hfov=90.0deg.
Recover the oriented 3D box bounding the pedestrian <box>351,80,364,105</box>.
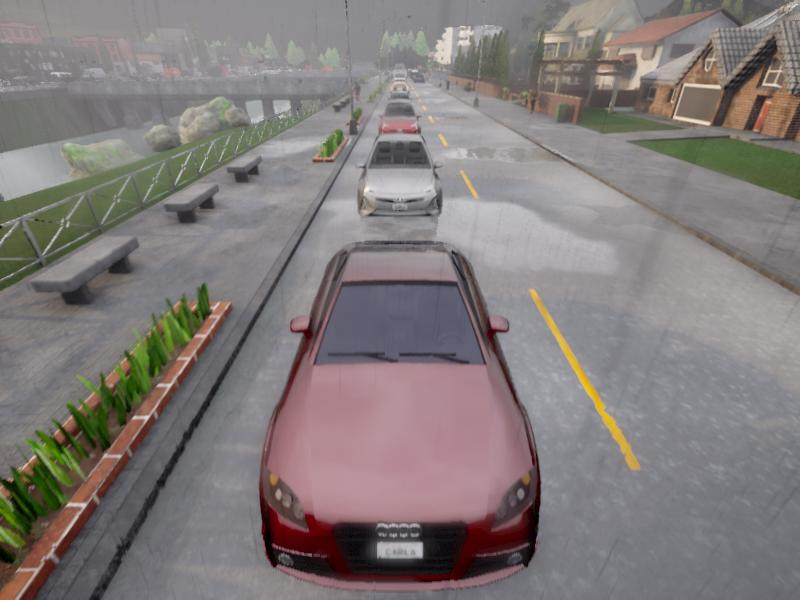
[{"bbox_3d":[-3.639,-17.782,34.283,0.751,1.860,0.751,9,32,15],"label":"pedestrian"}]

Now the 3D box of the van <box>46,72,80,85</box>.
[{"bbox_3d":[-61.708,-40.658,73.443,2.069,2.038,4.480,0,30,0],"label":"van"}]

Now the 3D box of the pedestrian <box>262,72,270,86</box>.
[{"bbox_3d":[-21.512,-35.406,64.125,0.751,1.860,0.751,2,30,4],"label":"pedestrian"}]

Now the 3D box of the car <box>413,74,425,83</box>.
[{"bbox_3d":[3.973,-46.149,83.332,2.242,1.667,4.611,0,30,0],"label":"car"}]

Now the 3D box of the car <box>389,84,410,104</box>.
[{"bbox_3d":[-0.014,-19.344,37.535,1.845,1.501,3.633,0,30,0],"label":"car"}]

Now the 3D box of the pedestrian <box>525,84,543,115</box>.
[{"bbox_3d":[9.047,-13.558,27.067,0.751,1.860,0.751,3,30,5],"label":"pedestrian"}]

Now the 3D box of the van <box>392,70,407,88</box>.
[{"bbox_3d":[-0.023,-36.662,66.229,2.351,2.431,6.366,0,30,0],"label":"van"}]

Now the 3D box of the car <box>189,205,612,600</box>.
[{"bbox_3d":[-0.004,0.350,4.041,1.994,1.385,4.181,0,30,0],"label":"car"}]

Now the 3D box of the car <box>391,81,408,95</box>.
[{"bbox_3d":[-0.013,-26.520,49.955,1.994,1.385,4.181,0,30,0],"label":"car"}]

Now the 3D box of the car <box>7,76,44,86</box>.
[{"bbox_3d":[-65.705,-38.547,70.362,1.837,1.490,4.892,0,30,0],"label":"car"}]

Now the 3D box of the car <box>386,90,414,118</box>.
[{"bbox_3d":[-0.010,-13.979,28.422,1.816,1.474,4.193,0,30,0],"label":"car"}]

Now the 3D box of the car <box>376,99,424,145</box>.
[{"bbox_3d":[-0.006,-8.654,19.272,2.007,1.525,4.514,0,30,0],"label":"car"}]

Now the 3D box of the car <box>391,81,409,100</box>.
[{"bbox_3d":[-0.015,-22.853,43.523,1.882,1.535,5.008,0,30,0],"label":"car"}]

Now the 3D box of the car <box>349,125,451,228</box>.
[{"bbox_3d":[-0.003,-3.371,10.244,2.007,1.525,4.514,0,30,0],"label":"car"}]
